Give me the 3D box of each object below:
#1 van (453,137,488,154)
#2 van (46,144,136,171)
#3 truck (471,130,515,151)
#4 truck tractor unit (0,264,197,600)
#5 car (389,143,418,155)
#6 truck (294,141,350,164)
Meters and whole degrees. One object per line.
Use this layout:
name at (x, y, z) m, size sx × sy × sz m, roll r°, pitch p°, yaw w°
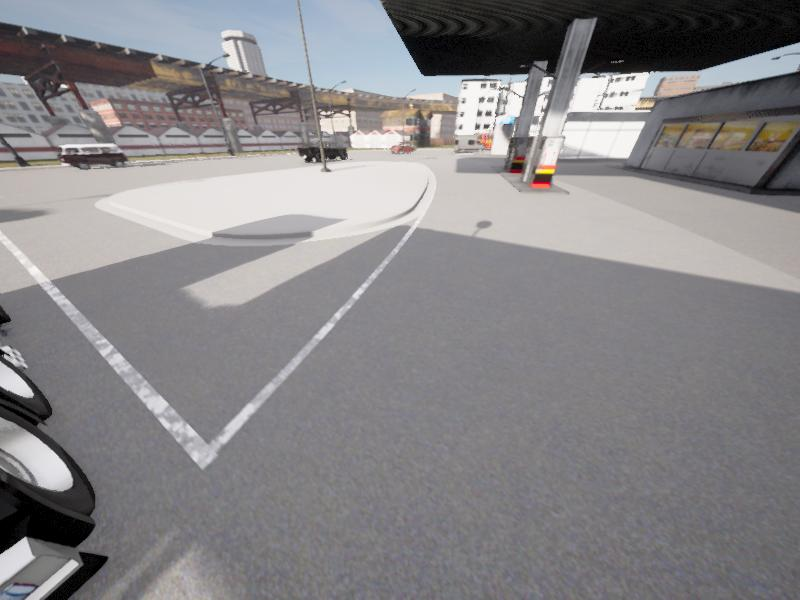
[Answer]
van at (13.380, -29.671, 44.261) m, size 5.915 × 2.561 × 1.988 m, roll -9°, pitch 36°, yaw -13°
van at (-29.732, -13.940, 22.457) m, size 2.069 × 2.038 × 4.480 m, roll 18°, pitch 39°, yaw 25°
truck at (21.265, -36.885, 53.428) m, size 8.468 × 3.827 × 2.891 m, roll 0°, pitch 35°, yaw 0°
truck tractor unit at (-5.115, -0.295, 0.786) m, size 6.516 × 4.208 × 3.053 m, roll 18°, pitch 39°, yaw 24°
car at (0.656, -28.121, 42.937) m, size 5.027 × 1.651 × 2.152 m, roll -24°, pitch 41°, yaw -30°
truck at (-9.296, -18.233, 28.406) m, size 2.390 × 2.098 × 6.274 m, roll 19°, pitch 39°, yaw 25°
